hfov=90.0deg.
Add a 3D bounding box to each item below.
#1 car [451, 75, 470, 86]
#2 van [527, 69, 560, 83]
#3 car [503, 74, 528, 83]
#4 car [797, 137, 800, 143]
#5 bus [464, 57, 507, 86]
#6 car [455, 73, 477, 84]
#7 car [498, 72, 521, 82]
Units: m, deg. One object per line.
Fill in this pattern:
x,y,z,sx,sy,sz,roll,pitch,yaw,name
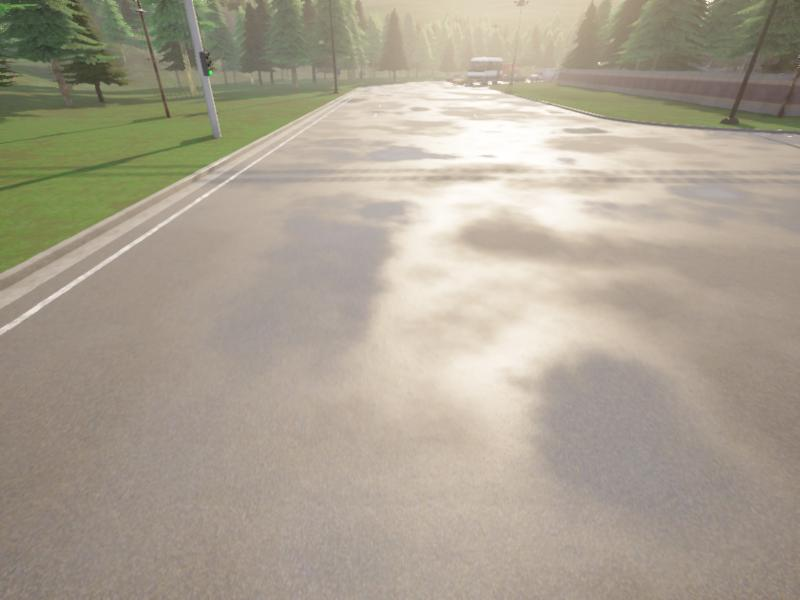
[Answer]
10.810,-39.186,71.342,1.801,1.575,5.366,14,33,22,car
29.802,-46.612,83.135,6.366,2.431,2.351,-15,33,-23,van
24.295,-46.693,84.222,4.792,1.488,2.163,-17,35,-27,car
20.487,-7.408,17.201,4.674,1.442,1.812,-2,30,-3,car
15.365,-40.776,71.368,3.944,4.253,10.273,16,34,25,bus
13.178,-44.239,79.865,2.033,1.649,4.856,21,37,32,car
23.987,-48.820,87.458,4.605,1.855,1.932,-17,35,-27,car
